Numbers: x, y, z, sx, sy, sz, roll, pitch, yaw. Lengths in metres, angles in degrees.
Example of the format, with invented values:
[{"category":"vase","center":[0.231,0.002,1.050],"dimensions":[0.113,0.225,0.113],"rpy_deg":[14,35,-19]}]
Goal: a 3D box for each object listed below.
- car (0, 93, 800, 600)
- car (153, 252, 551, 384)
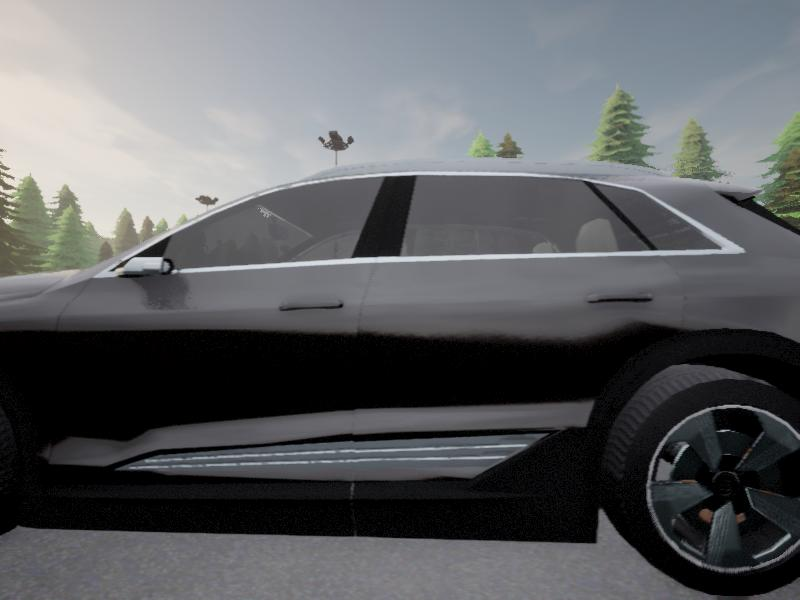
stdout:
[{"category":"car","center":[-0.236,0.176,2.316],"dimensions":[4.856,1.649,2.033],"rpy_deg":[0,0,2]},{"category":"car","center":[-0.609,0.221,5.940],"dimensions":[4.974,1.542,2.038],"rpy_deg":[0,0,6]}]
